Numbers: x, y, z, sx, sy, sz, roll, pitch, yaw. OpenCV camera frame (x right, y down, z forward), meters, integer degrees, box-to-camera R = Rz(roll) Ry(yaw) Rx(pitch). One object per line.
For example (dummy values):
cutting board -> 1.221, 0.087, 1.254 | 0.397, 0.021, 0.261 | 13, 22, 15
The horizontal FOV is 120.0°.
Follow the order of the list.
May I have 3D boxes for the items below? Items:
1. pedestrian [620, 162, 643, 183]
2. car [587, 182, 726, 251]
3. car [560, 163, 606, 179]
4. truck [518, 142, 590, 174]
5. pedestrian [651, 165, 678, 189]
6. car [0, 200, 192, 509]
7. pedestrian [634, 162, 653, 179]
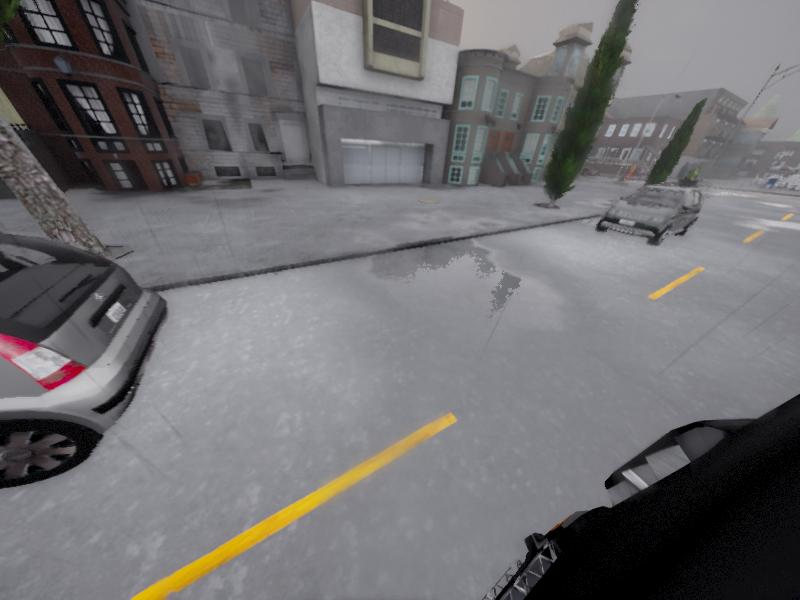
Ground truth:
pedestrian -> 24.542, -13.507, 24.525 | 0.751, 1.860, 0.751 | 8, 34, 8
car -> 8.603, -2.986, 7.810 | 3.705, 1.549, 1.789 | -16, 38, -26
car -> 24.362, -17.278, 30.889 | 1.994, 1.385, 4.181 | -15, 38, -25
truck -> 24.282, -22.933, 37.202 | 2.891, 3.827, 8.468 | -16, 38, -26
pedestrian -> 23.840, -11.108, 20.840 | 0.751, 1.860, 0.751 | 23, 38, 27
car -> -4.204, 0.581, 1.306 | 3.988, 1.617, 1.851 | -15, 38, -25
pedestrian -> 33.538, -17.839, 31.817 | 0.751, 1.860, 0.751 | 3, 33, 0
